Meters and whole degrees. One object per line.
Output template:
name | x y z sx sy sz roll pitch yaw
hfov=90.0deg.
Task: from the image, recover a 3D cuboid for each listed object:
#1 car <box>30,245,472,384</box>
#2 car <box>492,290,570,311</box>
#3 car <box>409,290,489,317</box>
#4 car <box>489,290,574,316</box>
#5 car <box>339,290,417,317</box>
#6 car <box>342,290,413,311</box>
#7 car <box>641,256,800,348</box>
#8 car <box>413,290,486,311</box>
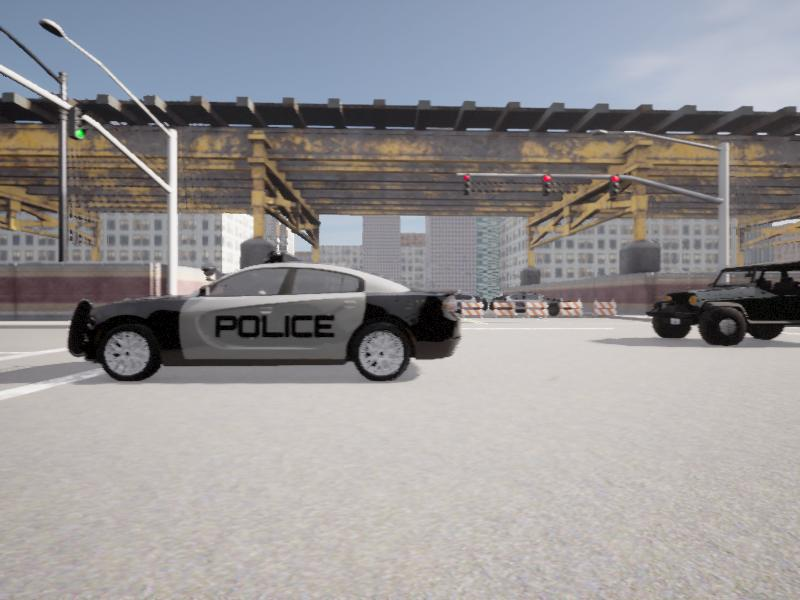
car | -1.767 0.173 5.703 5.238 1.638 1.930 0 0 0
car | 8.461 0.037 25.961 4.536 1.218 1.853 0 0 29
car | 3.141 0.200 25.146 4.974 1.542 2.038 0 0 -36
car | 8.507 0.194 25.937 4.974 1.542 2.038 0 0 29
car | -1.468 0.205 25.135 4.974 1.542 2.038 0 0 44
car | -1.506 0.047 25.170 4.536 1.218 1.853 0 0 44
car | 8.066 0.038 9.204 3.866 1.878 1.905 0 0 0
car | 3.182 0.042 25.177 4.536 1.218 1.853 0 0 -36
